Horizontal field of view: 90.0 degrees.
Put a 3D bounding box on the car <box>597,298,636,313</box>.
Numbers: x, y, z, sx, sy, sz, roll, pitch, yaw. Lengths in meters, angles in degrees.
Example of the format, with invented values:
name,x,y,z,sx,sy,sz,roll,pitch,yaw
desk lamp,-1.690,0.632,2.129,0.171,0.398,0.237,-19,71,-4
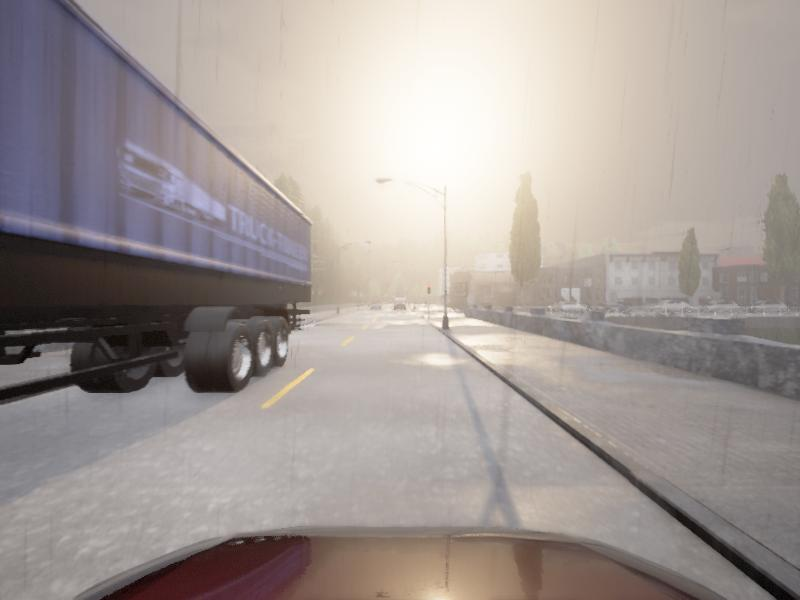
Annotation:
name,x,y,z,sx,sy,sz,roll,pitch,yaw
car,27.345,0.667,50.599,3.866,1.878,1.905,0,0,0

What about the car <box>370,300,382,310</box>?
name,x,y,z,sx,sy,sz,roll,pitch,yaw
car,-4.053,0.816,67.914,1.851,1.617,3.988,0,0,-1

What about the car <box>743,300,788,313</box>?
name,x,y,z,sx,sy,sz,roll,pitch,yaw
car,46.167,0.809,50.625,3.988,1.617,1.851,0,0,0

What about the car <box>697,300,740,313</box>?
name,x,y,z,sx,sy,sz,roll,pitch,yaw
car,40.228,0.809,50.623,3.988,1.617,1.851,0,0,0

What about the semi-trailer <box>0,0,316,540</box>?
name,x,y,z,sx,sy,sz,roll,pitch,yaw
semi-trailer,-4.017,-0.615,5.605,2.717,4.402,14.254,0,0,0

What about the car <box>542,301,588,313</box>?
name,x,y,z,sx,sy,sz,roll,pitch,yaw
car,20.847,0.847,50.569,4.974,1.542,2.038,0,0,0

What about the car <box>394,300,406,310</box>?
name,x,y,z,sx,sy,sz,roll,pitch,yaw
car,-0.003,0.855,67.153,2.038,1.542,4.974,0,0,0

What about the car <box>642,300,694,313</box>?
name,x,y,z,sx,sy,sz,roll,pitch,yaw
car,33.838,0.801,50.609,5.027,1.651,2.152,0,0,0
